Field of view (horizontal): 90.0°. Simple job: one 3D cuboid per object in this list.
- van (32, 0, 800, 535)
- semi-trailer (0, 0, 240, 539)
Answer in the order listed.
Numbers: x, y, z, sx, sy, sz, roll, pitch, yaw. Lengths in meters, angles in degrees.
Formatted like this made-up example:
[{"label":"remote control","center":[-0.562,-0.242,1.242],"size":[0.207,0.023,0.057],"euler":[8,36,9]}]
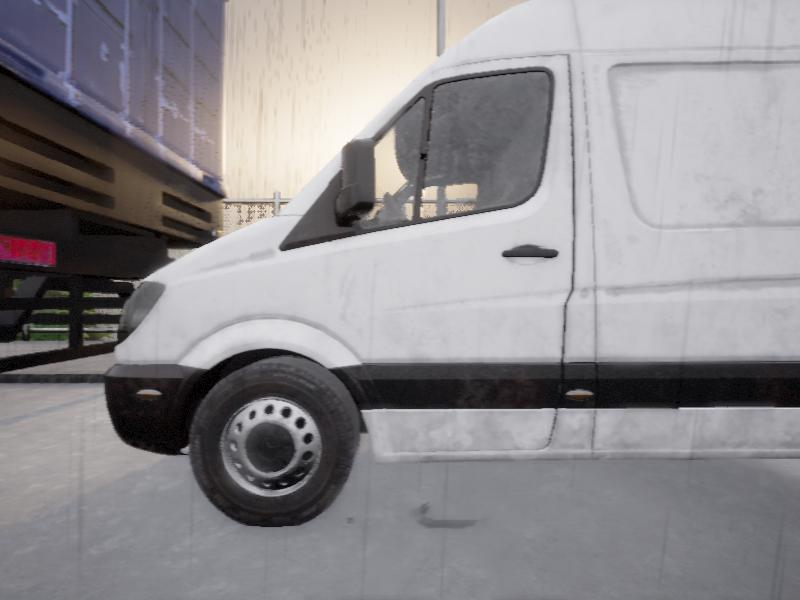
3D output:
[{"label":"van","center":[1.386,-0.278,2.702],"size":[5.915,2.561,1.988],"euler":[0,0,0]},{"label":"semi-trailer","center":[-8.760,-1.216,2.715],"size":[14.254,4.402,2.717],"euler":[0,0,0]}]
